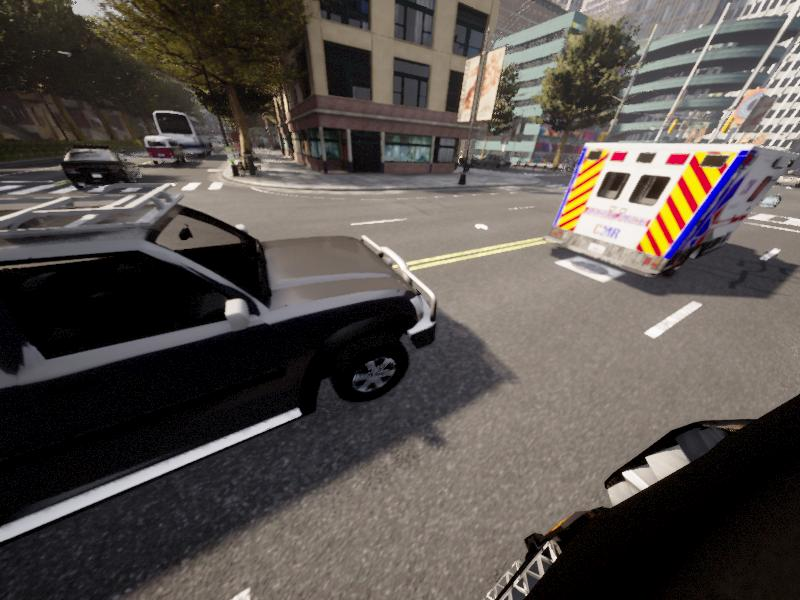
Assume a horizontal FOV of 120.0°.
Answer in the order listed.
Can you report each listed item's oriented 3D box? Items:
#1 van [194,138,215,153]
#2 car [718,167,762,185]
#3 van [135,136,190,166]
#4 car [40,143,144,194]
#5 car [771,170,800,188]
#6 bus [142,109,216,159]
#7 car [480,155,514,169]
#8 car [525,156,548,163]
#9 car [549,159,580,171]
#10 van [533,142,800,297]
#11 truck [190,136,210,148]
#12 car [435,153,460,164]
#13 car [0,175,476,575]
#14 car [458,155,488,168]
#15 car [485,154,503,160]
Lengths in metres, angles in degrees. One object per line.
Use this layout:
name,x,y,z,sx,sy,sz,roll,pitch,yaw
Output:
van,-33.492,-26.659,39.737,1.775,1.987,4.442,-15,37,-25
car,44.705,-16.324,30.366,4.605,1.855,1.932,-14,37,-25
van,-21.039,-13.475,20.793,2.069,2.038,4.480,-15,38,-25
car,-14.376,-6.534,11.208,1.930,1.638,5.238,-24,42,-33
car,51.622,-15.922,30.302,4.605,1.855,1.932,-14,37,-25
bus,-27.088,-20.722,29.233,3.944,4.253,10.273,-15,37,-25
car,15.728,-22.550,37.670,2.242,1.667,4.611,-14,37,-24
car,38.216,-39.424,64.787,2.128,1.511,4.902,-15,37,-25
car,27.946,-22.986,39.412,1.845,1.501,3.633,-16,38,-26
van,6.931,-2.387,5.910,6.366,2.431,2.351,-15,37,-24
truck,-47.456,-37.495,54.875,2.390,2.098,6.274,-15,37,-25
car,8.608,-25.976,42.410,2.007,1.525,4.514,-15,37,-25
car,-1.981,0.143,1.896,4.605,1.855,1.932,-15,37,-25
car,11.794,-22.602,37.647,1.812,1.442,4.674,-15,37,-25
car,29.094,-44.277,71.463,2.161,1.482,4.786,-15,37,-25
